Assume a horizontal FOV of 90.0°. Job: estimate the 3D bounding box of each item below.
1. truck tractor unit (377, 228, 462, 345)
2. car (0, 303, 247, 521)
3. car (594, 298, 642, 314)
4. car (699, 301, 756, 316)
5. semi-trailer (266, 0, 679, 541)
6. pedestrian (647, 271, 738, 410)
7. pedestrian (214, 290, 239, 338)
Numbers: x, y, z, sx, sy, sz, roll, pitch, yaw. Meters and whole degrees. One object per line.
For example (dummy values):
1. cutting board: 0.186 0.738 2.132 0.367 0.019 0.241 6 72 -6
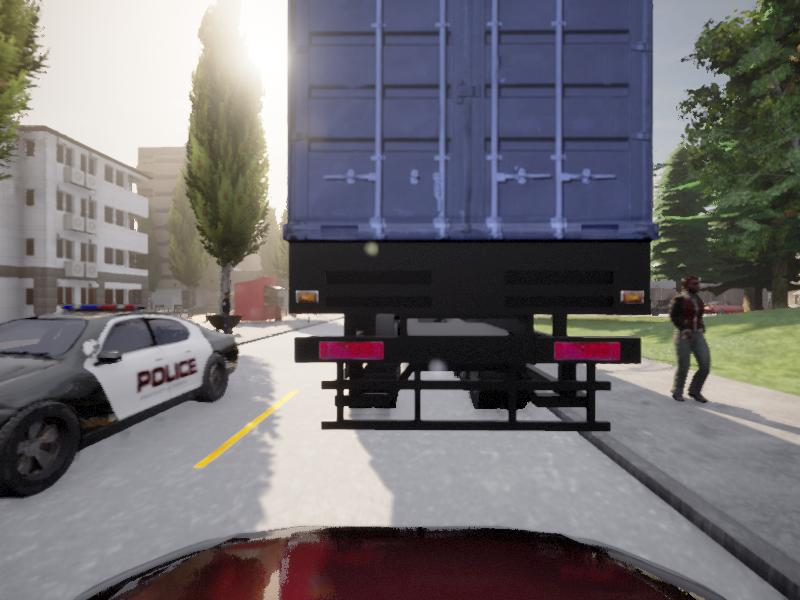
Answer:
1. truck tractor unit: 0.673 -0.500 17.682 3.053 4.208 6.516 0 0 0
2. car: -3.873 0.831 4.814 2.038 1.542 4.974 0 0 1
3. car: 25.933 0.708 47.772 4.605 1.855 1.932 -1 0 1
4. car: 35.459 0.886 43.395 4.514 1.525 2.007 0 0 0
5. semi-trailer: 0.588 -0.604 9.773 2.717 4.402 14.254 0 0 1
6. pedestrian: 4.157 0.541 5.738 0.751 1.860 0.751 0 0 0
7. pedestrian: -6.892 0.553 15.949 0.751 1.860 0.751 0 0 -8
